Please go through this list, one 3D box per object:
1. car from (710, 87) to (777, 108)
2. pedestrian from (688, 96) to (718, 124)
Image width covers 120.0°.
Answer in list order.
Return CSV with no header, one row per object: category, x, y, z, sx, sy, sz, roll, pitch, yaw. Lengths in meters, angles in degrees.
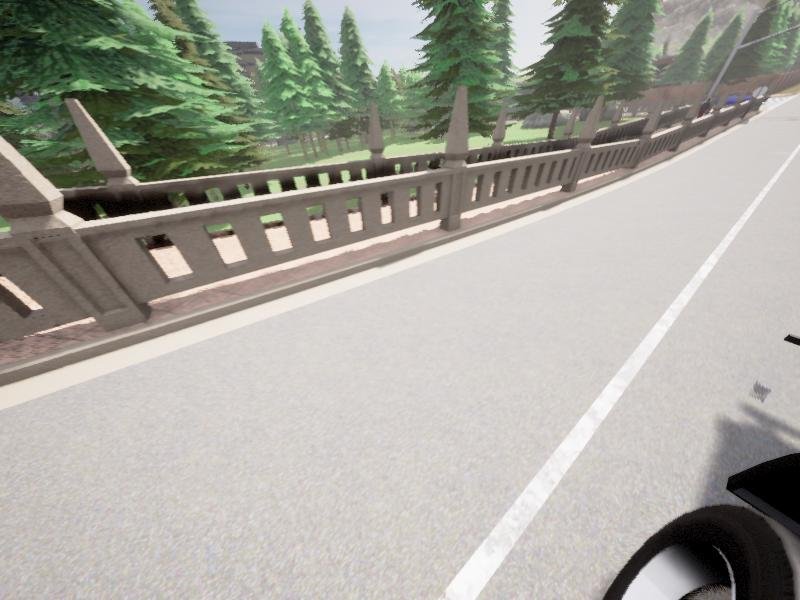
car,44.556,-26.352,30.126,2.007,1.525,4.514,-29,44,-25
pedestrian,27.257,-17.052,20.803,0.751,1.860,0.751,-26,42,-22
